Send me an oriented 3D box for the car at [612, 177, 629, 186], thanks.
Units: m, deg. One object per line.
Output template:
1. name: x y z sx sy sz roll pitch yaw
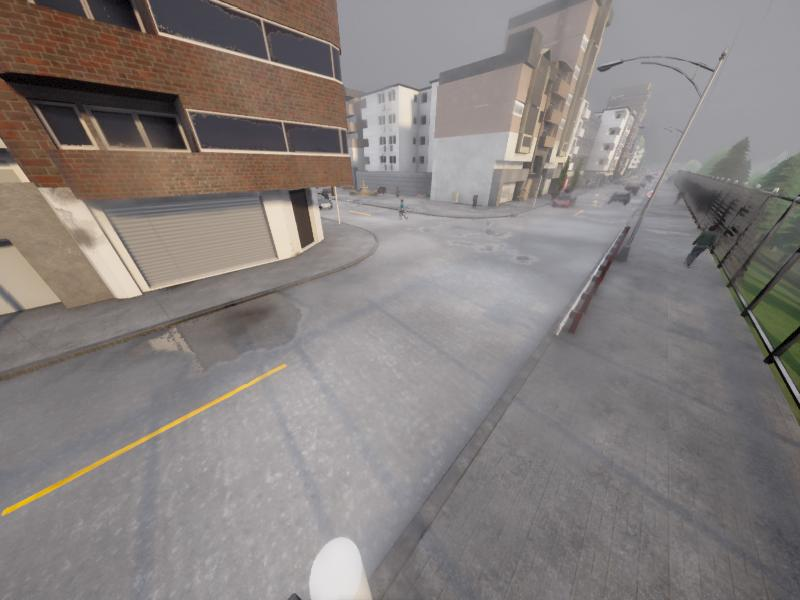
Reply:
1. car: 54.499 -29.235 57.063 4.553 1.767 2.097 -27 39 -38

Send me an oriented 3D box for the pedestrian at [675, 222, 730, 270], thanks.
1. pedestrian: 13.345 -2.407 10.265 0.751 1.860 0.751 26 39 37

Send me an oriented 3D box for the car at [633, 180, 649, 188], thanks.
1. car: 54.799 -26.349 52.546 4.718 1.301 1.895 -27 39 -38

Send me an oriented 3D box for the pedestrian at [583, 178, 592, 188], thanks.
1. pedestrian: 40.303 -25.120 49.605 0.751 1.860 0.751 26 39 37

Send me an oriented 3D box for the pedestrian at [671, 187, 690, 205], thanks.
1. pedestrian: 33.405 -12.394 27.564 0.751 1.860 0.751 -23 37 -34

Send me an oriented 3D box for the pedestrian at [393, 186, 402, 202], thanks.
1. pedestrian: -0.326 -13.728 29.903 0.751 1.860 0.751 23 37 34

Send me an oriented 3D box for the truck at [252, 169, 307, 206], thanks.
1. truck: -16.084 -15.144 30.619 2.891 3.827 8.468 -27 39 -38

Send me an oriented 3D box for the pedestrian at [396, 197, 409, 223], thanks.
1. pedestrian: 0.218 -7.608 19.484 0.751 1.860 0.751 -19 35 -29

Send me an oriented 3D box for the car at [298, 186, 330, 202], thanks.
1. car: -12.195 -15.067 32.671 5.238 1.638 1.930 26 39 38

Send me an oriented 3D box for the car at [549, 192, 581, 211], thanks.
1. car: 18.682 -11.234 26.110 3.633 1.501 1.845 -27 39 -38

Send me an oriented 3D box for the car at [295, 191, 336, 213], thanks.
1. car: -9.329 -10.849 25.377 2.033 1.649 4.856 -26 39 -37

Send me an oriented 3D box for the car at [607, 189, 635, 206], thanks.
1. car: 28.554 -13.315 29.772 4.892 1.490 1.837 -27 39 -38

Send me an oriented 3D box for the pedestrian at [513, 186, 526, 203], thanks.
1. pedestrian: 15.197 -13.449 29.393 0.751 1.860 0.751 -14 33 -22

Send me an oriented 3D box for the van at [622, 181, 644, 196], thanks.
1. van: 39.135 -18.814 38.813 4.442 1.987 1.775 -27 39 -38
